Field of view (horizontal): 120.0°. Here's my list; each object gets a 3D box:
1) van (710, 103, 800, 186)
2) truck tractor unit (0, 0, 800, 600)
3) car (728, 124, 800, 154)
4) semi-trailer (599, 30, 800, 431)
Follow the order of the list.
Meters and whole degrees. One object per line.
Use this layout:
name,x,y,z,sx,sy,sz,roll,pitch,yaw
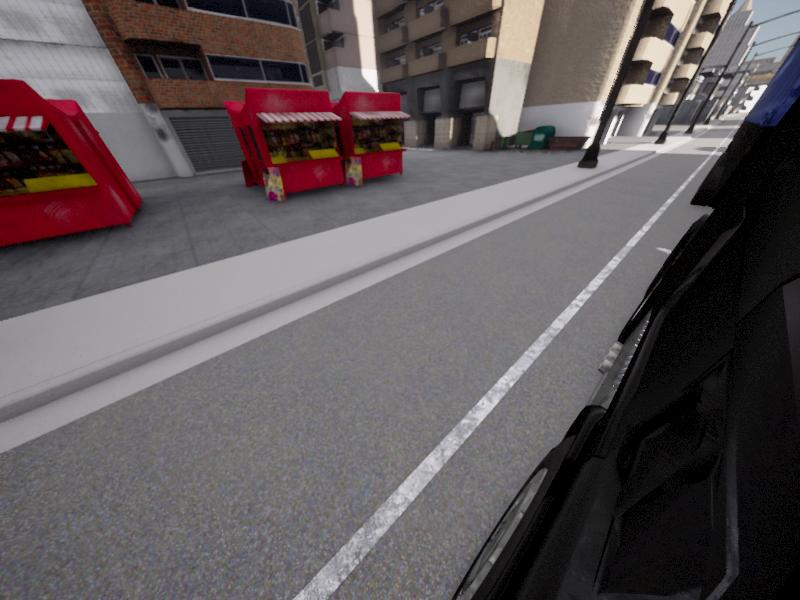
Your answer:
van,16.416,-6.894,10.047,6.366,2.431,2.351,-27,43,-31
truck tractor unit,2.645,-0.295,0.351,6.516,4.208,3.053,-28,44,-30
car,26.157,-11.721,16.760,4.902,1.511,2.128,-28,44,-30
semi-trailer,8.642,-3.620,4.315,14.254,4.402,2.717,-29,44,-31
